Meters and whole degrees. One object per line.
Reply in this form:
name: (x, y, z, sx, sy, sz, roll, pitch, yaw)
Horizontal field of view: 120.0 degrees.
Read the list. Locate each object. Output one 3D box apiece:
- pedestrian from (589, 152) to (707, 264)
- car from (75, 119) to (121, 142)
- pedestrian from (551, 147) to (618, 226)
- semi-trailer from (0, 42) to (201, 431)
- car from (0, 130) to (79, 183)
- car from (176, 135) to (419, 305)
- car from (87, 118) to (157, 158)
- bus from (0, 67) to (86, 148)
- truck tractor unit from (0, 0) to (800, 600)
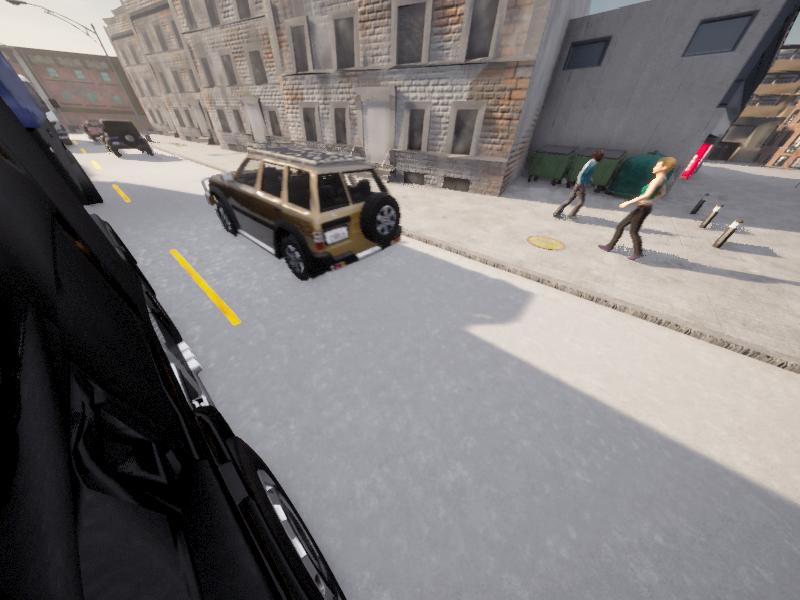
pedestrian: (4.754, -1.788, 4.573, 0.751, 1.860, 0.751, -29, 47, -35)
car: (-29.852, -16.787, 22.825, 3.988, 1.617, 1.851, 27, 43, 29)
pedestrian: (5.187, -3.218, 6.593, 0.751, 1.860, 0.751, 26, 43, 28)
semi-trailer: (-8.686, -3.617, 4.235, 14.254, 4.402, 2.717, 28, 44, 30)
car: (-16.117, -6.364, 9.963, 5.357, 1.411, 2.033, 28, 44, 30)
car: (-2.130, -2.036, 4.667, 4.605, 1.855, 1.932, 28, 44, 29)
car: (-18.190, -10.655, 15.141, 3.866, 1.878, 1.905, 28, 44, 29)
bus: (-29.745, -14.969, 18.192, 10.273, 4.253, 3.944, 28, 44, 30)
truck tractor unit: (-2.645, -0.295, 0.352, 6.516, 4.208, 3.053, 28, 44, 30)
